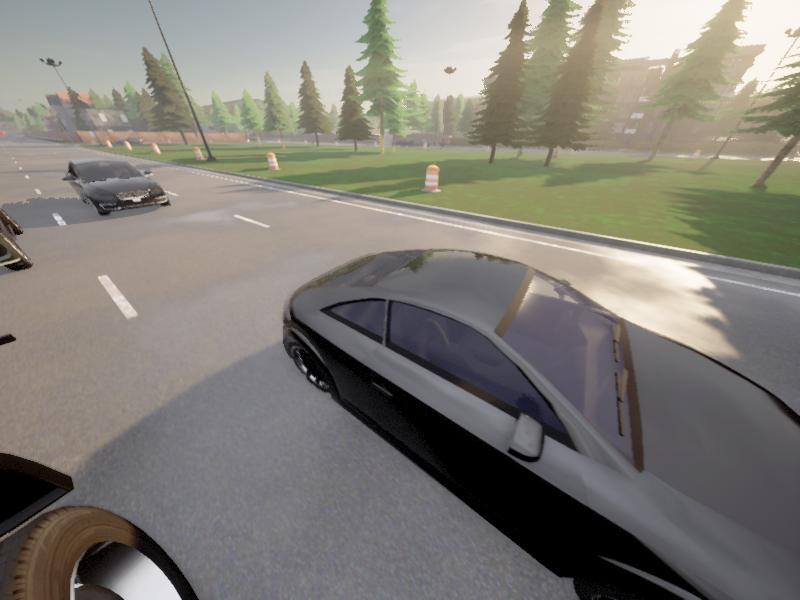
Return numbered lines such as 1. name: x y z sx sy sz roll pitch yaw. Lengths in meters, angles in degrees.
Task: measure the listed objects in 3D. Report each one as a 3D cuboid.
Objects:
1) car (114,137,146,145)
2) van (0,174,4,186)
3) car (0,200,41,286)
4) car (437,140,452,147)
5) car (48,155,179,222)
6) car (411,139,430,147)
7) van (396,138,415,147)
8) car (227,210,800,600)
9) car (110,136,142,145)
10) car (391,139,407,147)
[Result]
1. car: -66.246 -39.120 56.794 2.007 1.525 4.514 13 37 16
2. van: -22.783 -7.081 11.810 4.442 1.987 1.775 22 41 28
3. car: -9.643 -1.500 4.455 5.027 1.651 2.152 23 41 28
4. car: 12.258 -43.322 63.866 3.705 1.549 1.789 23 41 28
5. car: -10.566 -4.301 8.504 4.892 1.490 1.837 23 41 28
6. car: 5.733 -43.542 64.103 4.611 1.667 2.242 23 41 28
7. van: 1.338 -40.600 59.491 4.442 1.987 1.775 23 41 28
8. car: 0.771 0.437 2.107 4.181 1.385 1.994 22 41 28
9. car: -69.225 -40.380 58.454 2.242 1.667 4.611 14 37 18
10. car: -0.281 -43.564 64.044 3.988 1.617 1.851 23 41 28
